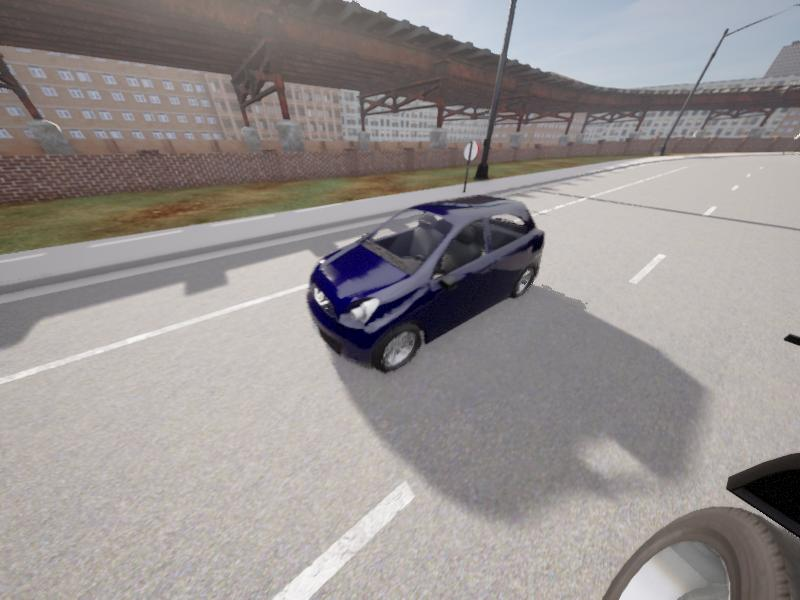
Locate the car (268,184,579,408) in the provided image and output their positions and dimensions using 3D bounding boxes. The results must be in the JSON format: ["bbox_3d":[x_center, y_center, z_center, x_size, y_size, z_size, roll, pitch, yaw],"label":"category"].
[{"bbox_3d":[0.479,-0.572,3.381,3.633,1.501,1.845,-23,41,-29],"label":"car"}]
